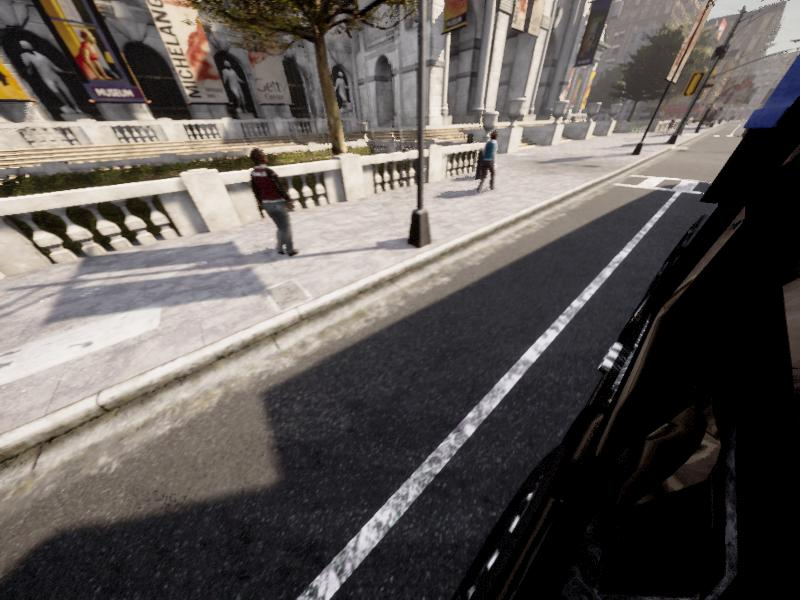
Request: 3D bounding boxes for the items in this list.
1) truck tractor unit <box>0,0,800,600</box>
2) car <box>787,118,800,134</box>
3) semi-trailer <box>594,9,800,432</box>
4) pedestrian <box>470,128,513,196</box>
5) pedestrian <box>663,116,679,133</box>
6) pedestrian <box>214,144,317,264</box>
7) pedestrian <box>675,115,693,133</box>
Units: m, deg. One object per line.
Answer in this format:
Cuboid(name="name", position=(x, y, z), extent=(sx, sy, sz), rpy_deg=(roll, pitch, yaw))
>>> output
Cuboid(name="truck tractor unit", position=(2.645, -0.295, 0.351), extent=(6.516, 4.208, 3.053), rpy_deg=(-28, 44, -30))
Cuboid(name="car", position=(45.528, -19.380, 25.646), extent=(4.181, 1.385, 1.994), rpy_deg=(-28, 44, -30))
Cuboid(name="semi-trailer", position=(8.941, -3.420, 3.984), extent=(14.254, 4.402, 2.717), rpy_deg=(-25, 42, -27))
Cuboid(name="pedestrian", position=(3.078, -4.691, 7.902), extent=(0.751, 1.860, 0.751), rpy_deg=(-26, 43, -28))
Cuboid(name="pedestrian", position=(38.378, -24.850, 32.712), extent=(0.751, 1.860, 0.751), rpy_deg=(27, 46, 33))
Cuboid(name="pedestrian", position=(-2.282, -1.684, 4.207), extent=(0.751, 1.860, 0.751), rpy_deg=(6, 38, 11))
Cuboid(name="pedestrian", position=(39.267, -24.317, 31.942), extent=(0.751, 1.860, 0.751), rpy_deg=(19, 42, 26))
